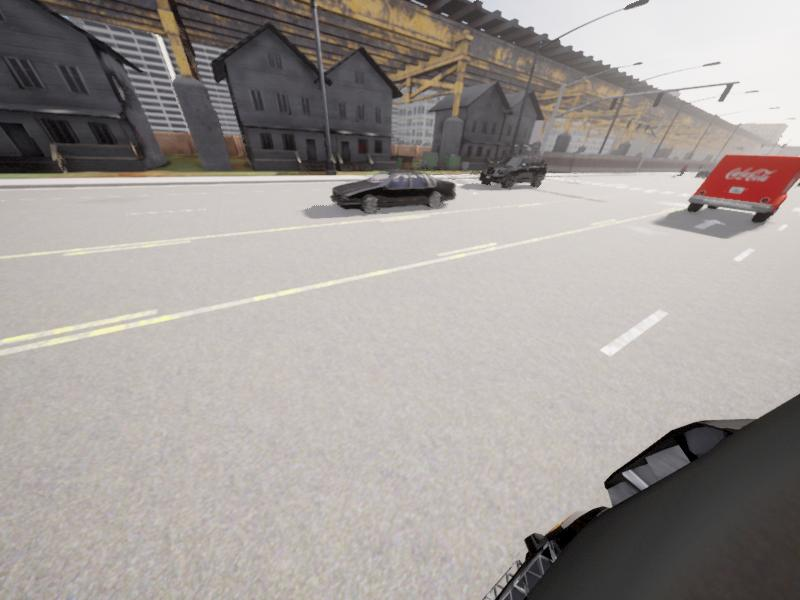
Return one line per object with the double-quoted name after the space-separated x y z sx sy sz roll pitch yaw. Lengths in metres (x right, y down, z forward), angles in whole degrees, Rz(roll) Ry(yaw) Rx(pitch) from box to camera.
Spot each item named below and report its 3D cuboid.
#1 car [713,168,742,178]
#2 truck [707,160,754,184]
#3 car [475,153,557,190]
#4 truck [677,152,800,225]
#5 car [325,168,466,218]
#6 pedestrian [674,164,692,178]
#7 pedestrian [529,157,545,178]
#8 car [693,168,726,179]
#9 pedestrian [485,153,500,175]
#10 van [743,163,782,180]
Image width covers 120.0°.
62.901 -24.464 44.394 5.357 1.411 2.033 -16 38 -26 "car"
44.172 -17.091 30.887 5.204 2.467 2.627 -20 40 -32 "truck"
8.588 -9.549 17.158 5.566 2.045 2.150 -15 38 -26 "car"
16.874 -5.412 11.125 5.204 2.467 2.627 -14 37 -26 "truck"
-0.082 -4.620 9.652 5.357 1.411 2.033 -15 38 -25 "car"
43.905 -20.058 35.831 0.751 1.860 0.751 -1 34 -5 "pedestrian"
14.542 -14.025 24.485 0.751 1.860 0.751 26 40 31 "pedestrian"
52.537 -21.565 39.231 5.357 1.411 2.033 -16 38 -26 "car"
9.392 -13.817 23.501 0.751 1.860 0.751 -19 39 -29 "pedestrian"
67.145 -23.836 42.838 6.366 2.431 2.351 -15 38 -26 "van"
